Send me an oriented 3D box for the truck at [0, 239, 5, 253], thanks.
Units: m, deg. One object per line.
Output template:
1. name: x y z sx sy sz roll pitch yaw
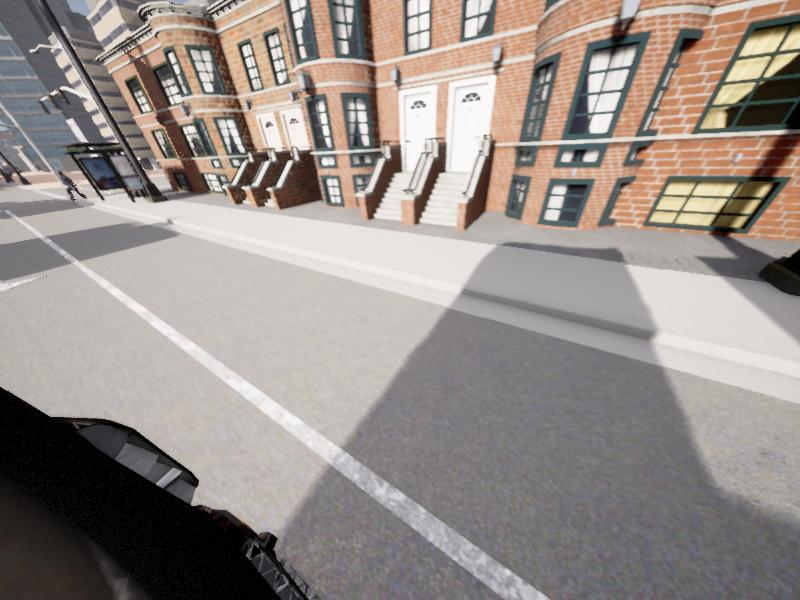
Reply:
1. truck: -12.171 -1.512 4.946 5.204 2.467 2.627 22 41 31

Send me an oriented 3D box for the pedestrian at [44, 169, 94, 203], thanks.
1. pedestrian: -21.037 -7.260 14.738 0.751 1.860 0.751 -3 34 1
